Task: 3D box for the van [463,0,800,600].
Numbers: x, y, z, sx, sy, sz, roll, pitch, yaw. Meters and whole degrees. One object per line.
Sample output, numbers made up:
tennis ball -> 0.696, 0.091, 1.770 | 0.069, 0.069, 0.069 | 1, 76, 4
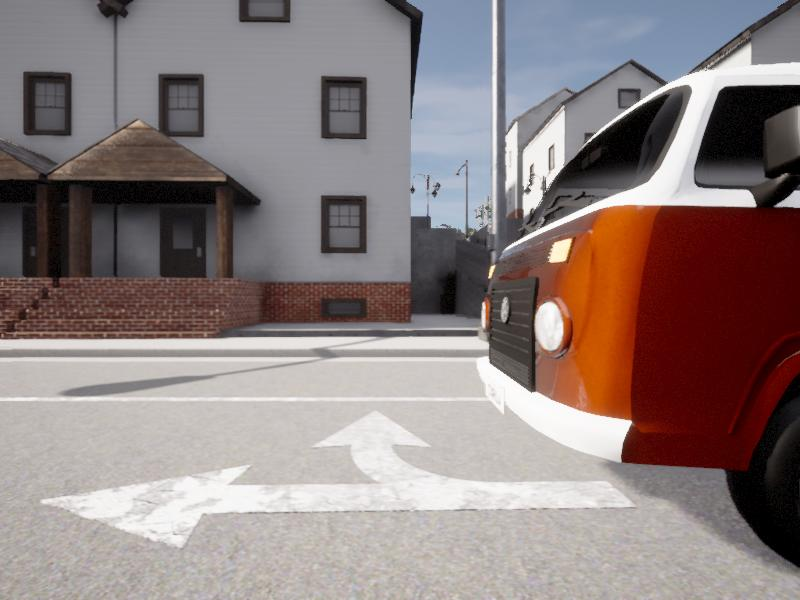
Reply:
van -> 2.762, -0.024, 2.207 | 4.480, 2.038, 2.069 | 0, 0, 0
